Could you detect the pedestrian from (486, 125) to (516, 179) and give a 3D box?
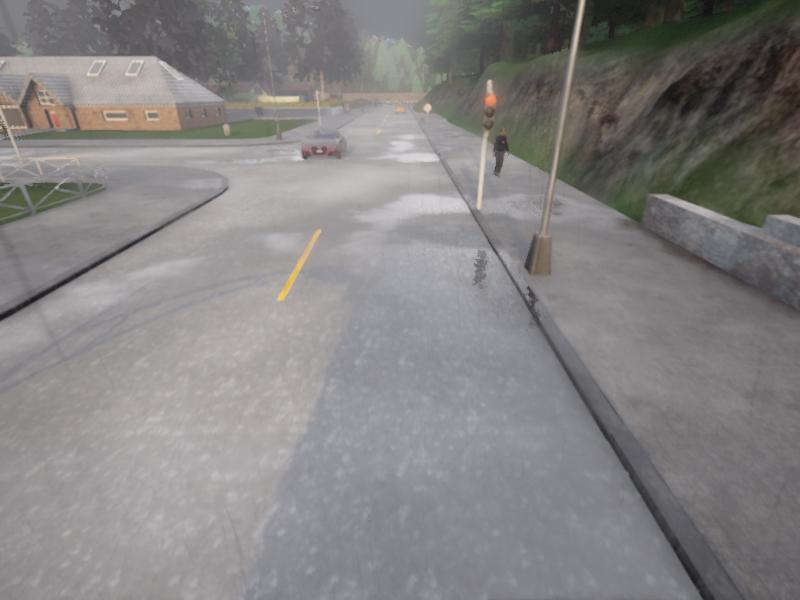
[{"bbox_3d":[3.814,-5.632,15.209,0.751,1.860,0.751,1,27,2],"label":"pedestrian"}]

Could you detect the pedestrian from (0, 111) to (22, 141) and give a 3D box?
[{"bbox_3d":[-27.725,-12.222,28.143,0.751,1.860,0.751,0,27,0],"label":"pedestrian"}]

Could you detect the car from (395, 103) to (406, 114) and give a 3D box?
[{"bbox_3d":[0.068,-32.985,68.887,1.801,1.575,5.366,0,27,0],"label":"car"}]

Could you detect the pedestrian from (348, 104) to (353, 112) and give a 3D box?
[{"bbox_3d":[-9.065,-35.101,73.042,0.751,1.300,0.751,-1,27,-2],"label":"pedestrian"}]

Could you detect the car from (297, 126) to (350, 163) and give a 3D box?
[{"bbox_3d":[-3.981,-8.405,21.443,1.994,1.385,4.181,0,27,0],"label":"car"}]

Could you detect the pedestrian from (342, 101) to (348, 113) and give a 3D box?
[{"bbox_3d":[-9.331,-32.839,68.062,0.751,1.860,0.751,0,27,1],"label":"pedestrian"}]
